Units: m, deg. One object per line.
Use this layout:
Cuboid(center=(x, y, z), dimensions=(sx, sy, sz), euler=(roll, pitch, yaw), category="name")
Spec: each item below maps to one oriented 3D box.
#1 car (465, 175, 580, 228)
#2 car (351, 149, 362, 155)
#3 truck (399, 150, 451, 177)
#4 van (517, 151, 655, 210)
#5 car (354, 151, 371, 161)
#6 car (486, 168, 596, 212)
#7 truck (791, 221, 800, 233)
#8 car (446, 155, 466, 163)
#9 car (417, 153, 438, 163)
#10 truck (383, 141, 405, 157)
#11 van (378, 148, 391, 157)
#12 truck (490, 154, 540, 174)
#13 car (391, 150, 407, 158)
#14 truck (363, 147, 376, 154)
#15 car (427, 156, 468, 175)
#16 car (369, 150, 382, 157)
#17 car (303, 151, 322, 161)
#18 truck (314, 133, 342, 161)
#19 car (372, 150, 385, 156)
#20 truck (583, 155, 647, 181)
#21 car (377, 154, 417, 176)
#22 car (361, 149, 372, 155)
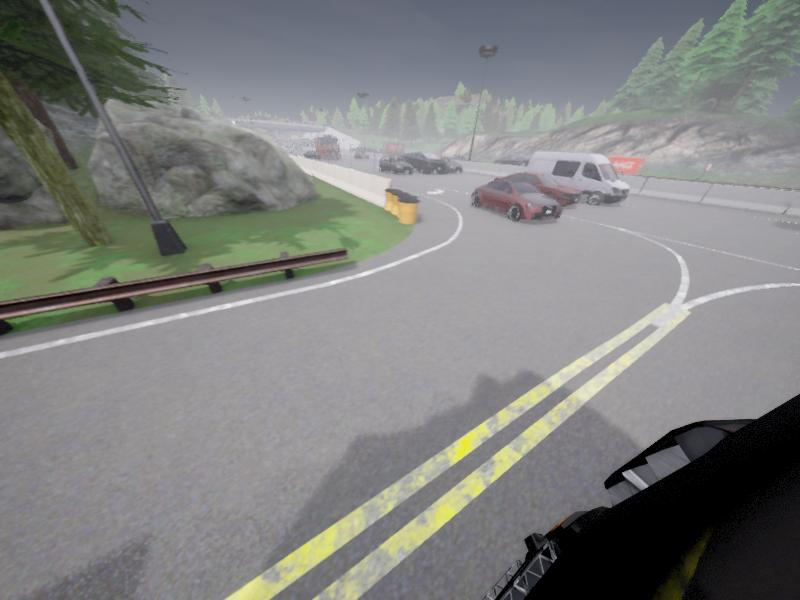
Cuboid(center=(5.141, -4.633, 10.473), dimensions=(1.994, 1.385, 4.181), euler=(-10, 35, -18), category="car")
Cuboid(center=(-13.541, -45.878, 71.521), dimensions=(1.816, 1.474, 4.193), euler=(-16, 38, -26), category="car")
Cuboid(center=(2.571, -15.537, 26.143), dimensions=(2.390, 2.098, 6.274), euler=(-16, 38, -26), category="truck")
Cuboid(center=(10.927, -7.691, 14.449), dimensions=(1.988, 2.561, 5.915), euler=(-16, 38, -26), category="van")
Cuboid(center=(-7.526, -28.755, 46.019), dimensions=(1.816, 1.474, 4.193), euler=(-16, 38, -26), category="car")
Cuboid(center=(7.738, -6.546, 13.399), dimensions=(1.882, 1.535, 5.008), euler=(-16, 38, -26), category="car")
Cuboid(center=(19.862, -2.689, 7.902), dimensions=(2.390, 2.098, 6.274), euler=(-16, 38, -26), category="truck")
Cuboid(center=(12.675, -32.001, 52.354), dimensions=(1.816, 1.474, 4.193), euler=(-16, 38, -26), category="car")
Cuboid(center=(5.931, -30.958, 50.244), dimensions=(1.882, 1.535, 5.008), euler=(-16, 38, -26), category="car")
Cuboid(center=(-1.979, -47.128, 72.093), dimensions=(2.891, 3.827, 8.468), euler=(-16, 38, -26), category="truck")
Cuboid(center=(-4.401, -41.089, 64.452), dimensions=(1.775, 1.987, 4.442), euler=(-16, 38, -26), category="van")
Cuboid(center=(17.073, -20.532, 34.730), dimensions=(2.390, 2.098, 6.274), euler=(-17, 38, -27), category="truck")
Cuboid(center=(-0.355, -40.821, 64.658), dimensions=(2.033, 1.649, 4.856), euler=(-16, 38, -26), category="car")
Cuboid(center=(-11.205, -55.242, 85.303), dimensions=(2.390, 2.098, 6.274), euler=(-16, 38, -26), category="truck")
Cuboid(center=(5.575, -16.243, 27.813), dimensions=(2.242, 1.667, 4.611), euler=(-16, 38, -26), category="car")
Cuboid(center=(-6.565, -39.170, 61.857), dimensions=(1.970, 1.475, 3.806), euler=(-16, 38, -26), category="car")
Cuboid(center=(-14.777, -24.393, 39.066), dimensions=(1.895, 1.301, 4.718), euler=(-16, 38, -25), category="car")
Cuboid(center=(-13.400, -28.123, 42.514), dimensions=(2.891, 3.827, 8.468), euler=(-13, 37, -23), category="truck")
Cuboid(center=(-6.902, -47.021, 73.791), dimensions=(2.033, 1.411, 5.357), euler=(-16, 38, -26), category="car")
Cuboid(center=(28.047, -17.369, 30.378), dimensions=(2.627, 2.467, 5.204), euler=(-20, 40, -32), category="truck")
Cuboid(center=(-0.428, -14.454, 24.681), dimensions=(2.242, 1.667, 4.611), euler=(-16, 38, -26), category="car")
Cuboid(center=(-10.714, -46.965, 73.321), dimensions=(1.851, 1.617, 3.988), euler=(-16, 38, -26), category="car")
